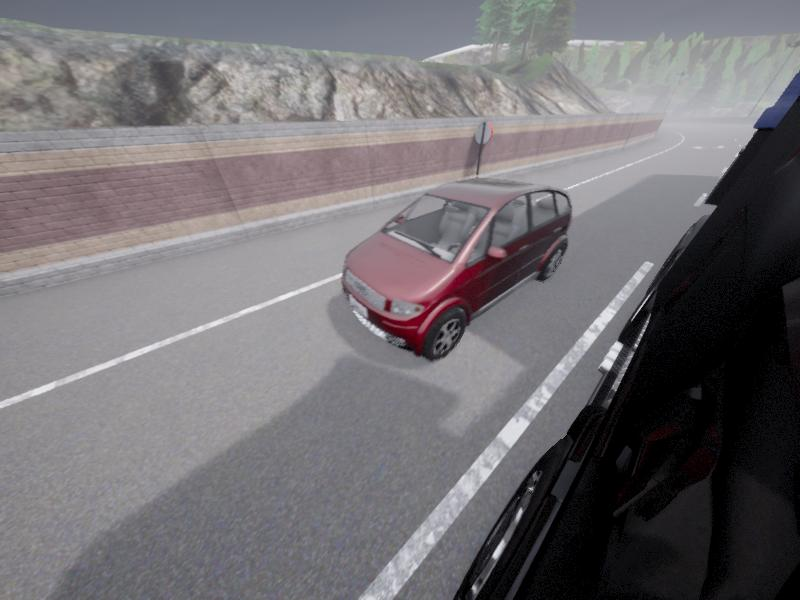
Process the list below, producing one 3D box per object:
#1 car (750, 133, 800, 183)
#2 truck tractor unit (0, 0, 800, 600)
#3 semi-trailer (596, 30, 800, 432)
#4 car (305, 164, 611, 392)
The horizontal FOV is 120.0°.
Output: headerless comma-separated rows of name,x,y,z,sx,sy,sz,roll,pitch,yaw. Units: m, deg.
car,16.388,-5.858,9.363,4.718,1.301,1.895,-27,43,-29
truck tractor unit,2.645,-0.295,0.352,6.516,4.208,3.053,-28,44,-30
semi-trailer,8.785,-3.547,4.138,14.254,4.402,2.717,-27,43,-29
car,0.971,-0.810,3.367,3.705,1.549,1.789,-27,43,-29
